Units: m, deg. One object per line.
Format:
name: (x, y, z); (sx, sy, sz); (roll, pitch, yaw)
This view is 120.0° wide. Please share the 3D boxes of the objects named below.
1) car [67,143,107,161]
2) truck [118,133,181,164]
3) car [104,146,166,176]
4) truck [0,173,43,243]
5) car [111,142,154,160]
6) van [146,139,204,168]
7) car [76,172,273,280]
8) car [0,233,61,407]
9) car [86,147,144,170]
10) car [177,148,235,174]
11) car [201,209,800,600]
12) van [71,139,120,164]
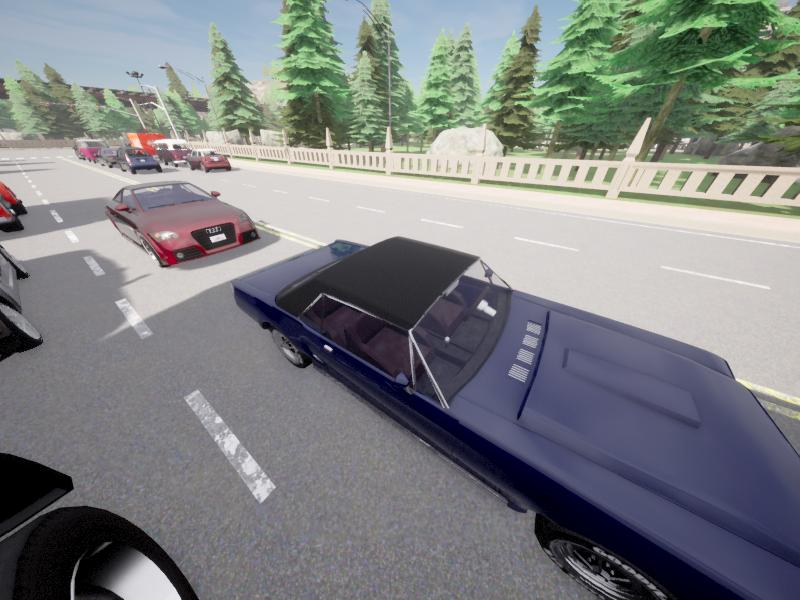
car: (-35.843, -16.981, 26.440); (3.705, 1.549, 1.789); (22, 41, 28)
truck: (-26.094, -15.854, 24.114); (5.204, 2.467, 2.627); (22, 41, 28)
car: (-19.767, -10.469, 17.257); (3.988, 1.617, 1.851); (22, 41, 28)
truck: (-12.776, -3.063, 6.029); (5.204, 2.467, 2.627); (22, 41, 28)
car: (-32.242, -18.005, 27.858); (4.856, 1.649, 2.033); (22, 41, 28)
van: (-20.412, -13.367, 20.994); (4.480, 2.038, 2.069); (22, 41, 28)
car: (-5.491, -2.101, 5.678); (4.181, 1.385, 1.994); (21, 40, 27)
car: (-6.541, -0.183, 2.723); (5.238, 1.638, 1.930); (22, 41, 28)
car: (-25.304, -12.633, 20.476); (5.357, 1.411, 2.033); (22, 41, 28)
car: (-15.295, -11.056, 18.237); (3.806, 1.475, 1.970); (22, 40, 28)
car: (0.346, 0.296, 2.377); (4.718, 1.301, 1.895); (22, 41, 28)
van: (-31.122, -15.238, 23.623); (4.442, 1.987, 1.775); (22, 41, 28)
